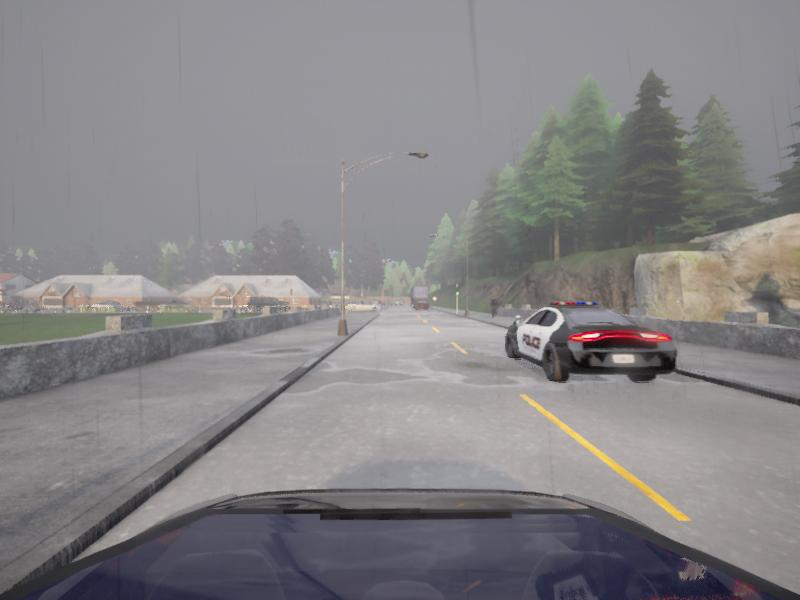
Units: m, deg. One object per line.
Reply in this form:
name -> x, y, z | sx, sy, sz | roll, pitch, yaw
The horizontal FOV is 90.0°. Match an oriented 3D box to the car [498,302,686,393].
car -> 3.883, 0.829, 9.327 | 2.038, 1.542, 4.974 | 0, 0, 1

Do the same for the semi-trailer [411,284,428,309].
semi-trailer -> 3.685, -0.572, 78.760 | 2.717, 4.402, 14.254 | 0, 0, 0

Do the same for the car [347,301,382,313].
car -> -4.764, 0.861, 53.045 | 4.514, 1.525, 2.007 | 0, 0, -10

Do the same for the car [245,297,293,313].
car -> -17.070, 0.603, 52.436 | 5.566, 2.045, 2.150 | 0, 0, -1

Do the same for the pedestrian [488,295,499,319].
pedestrian -> 7.385, 0.553, 31.548 | 0.751, 1.860, 0.751 | 0, 0, 3

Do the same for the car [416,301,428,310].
car -> 3.551, 0.863, 64.861 | 1.882, 1.535, 5.008 | 0, 0, 4

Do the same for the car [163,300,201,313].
car -> -28.499, 0.821, 52.403 | 3.988, 1.617, 1.851 | 0, 0, 0

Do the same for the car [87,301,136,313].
car -> -37.689, 0.857, 52.367 | 4.974, 1.542, 2.038 | 0, 0, 0
